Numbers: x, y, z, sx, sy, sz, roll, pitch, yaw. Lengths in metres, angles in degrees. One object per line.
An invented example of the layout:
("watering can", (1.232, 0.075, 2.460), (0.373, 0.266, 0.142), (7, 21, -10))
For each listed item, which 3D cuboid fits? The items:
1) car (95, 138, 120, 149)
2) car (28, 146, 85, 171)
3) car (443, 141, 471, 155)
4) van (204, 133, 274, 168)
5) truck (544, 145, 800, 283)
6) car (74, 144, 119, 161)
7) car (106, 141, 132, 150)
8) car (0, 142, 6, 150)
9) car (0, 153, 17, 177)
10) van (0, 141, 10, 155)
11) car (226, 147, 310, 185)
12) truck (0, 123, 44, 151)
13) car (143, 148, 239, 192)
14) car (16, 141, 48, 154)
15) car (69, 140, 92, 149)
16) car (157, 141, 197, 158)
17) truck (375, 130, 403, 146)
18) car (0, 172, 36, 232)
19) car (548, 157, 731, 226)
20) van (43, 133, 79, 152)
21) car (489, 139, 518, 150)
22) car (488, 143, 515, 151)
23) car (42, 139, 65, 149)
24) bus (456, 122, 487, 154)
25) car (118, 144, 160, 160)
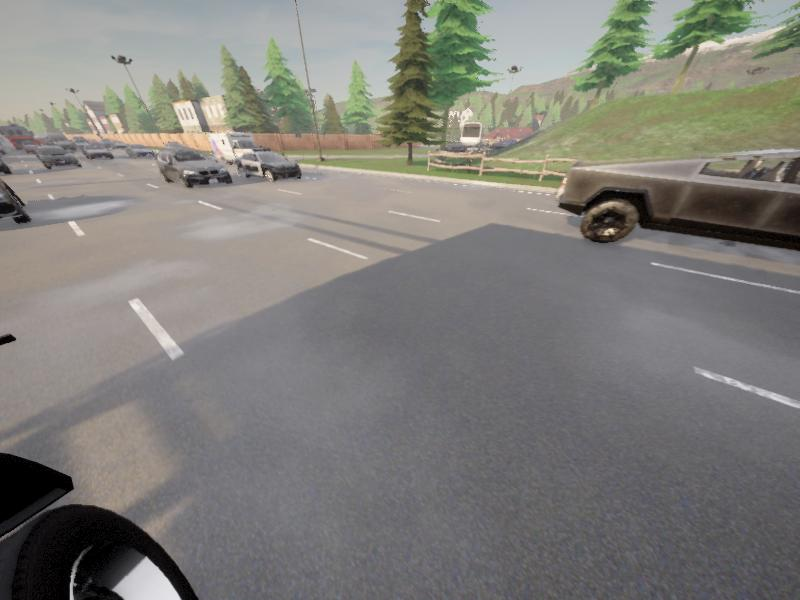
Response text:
("car", (-62.010, -33.278, 48.999), (4.553, 1.767, 2.097), (23, 41, 28))
("car", (-28.232, -11.710, 18.971), (4.892, 1.490, 1.837), (22, 41, 28))
("car", (9.019, -24.064, 36.525), (2.097, 1.767, 4.553), (27, 43, 32))
("van", (-15.017, -14.044, 21.575), (6.366, 2.431, 2.351), (22, 41, 28))
("truck", (7.306, -2.171, 5.221), (6.274, 2.098, 2.390), (22, 41, 28))
("car", (-34.153, -16.603, 25.940), (5.357, 1.411, 2.033), (23, 41, 28))
("car", (-54.418, -29.968, 44.707), (5.357, 1.411, 2.033), (23, 41, 28))
("car", (-73.262, -28.069, 41.448), (4.605, 1.855, 1.932), (23, 41, 28))
("car", (-28.273, -9.243, 15.484), (4.792, 1.488, 2.163), (23, 41, 28))
("van", (-56.591, -21.378, 31.625), (6.366, 2.431, 2.351), (22, 41, 28))
("car", (-8.229, -8.429, 14.357), (5.238, 1.638, 1.930), (22, 41, 28))
("truck", (-69.566, -29.811, 42.251), (8.468, 3.827, 2.891), (23, 41, 28))
("car", (-11.474, -7.308, 12.718), (4.611, 1.667, 2.242), (22, 41, 28))
("car", (-53.520, -22.214, 33.616), (3.633, 1.501, 1.845), (22, 41, 28))
("car", (-67.418, -32.881, 48.735), (3.806, 1.475, 1.970), (23, 41, 28))
("car", (-28.850, -19.462, 29.822), (5.238, 1.638, 1.930), (22, 41, 28))
("truck", (-3.456, -49.280, 70.383), (8.468, 3.827, 2.891), (23, 41, 28))
("car", (-13.692, -3.253, 6.994), (5.027, 1.651, 2.152), (22, 41, 28))
("car", (8.082, -4.125, 8.423), (3.988, 1.617, 1.851), (23, 41, 28))
("van", (-57.280, -26.664, 39.014), (5.915, 2.561, 1.988), (22, 41, 28))
("car", (24.453, -36.899, 54.624), (5.566, 2.045, 2.150), (23, 41, 28))
("car", (21.637, -32.803, 49.441), (4.718, 1.301, 1.895), (23, 41, 28))
("car", (-69.746, -31.440, 46.521), (3.633, 1.501, 1.845), (23, 41, 28))
("bus", (13.240, -29.710, 42.426), (3.944, 4.253, 10.273), (11, 37, 15))
("car", (-31.617, -18.030, 27.983), (5.357, 1.411, 2.033), (23, 41, 28))
